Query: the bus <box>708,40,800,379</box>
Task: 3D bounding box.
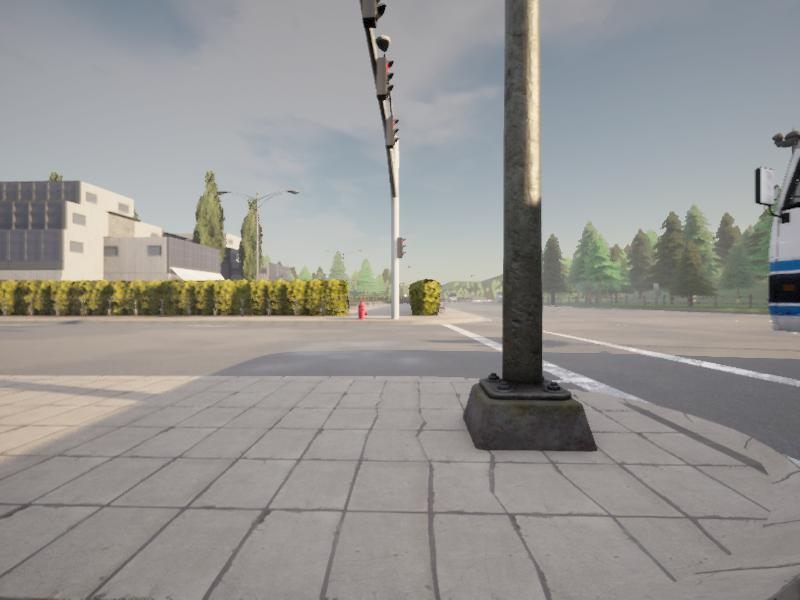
[{"bbox_3d":[7.133,-1.139,1.394,3.944,4.253,10.273,0,0,-2],"label":"bus"}]
